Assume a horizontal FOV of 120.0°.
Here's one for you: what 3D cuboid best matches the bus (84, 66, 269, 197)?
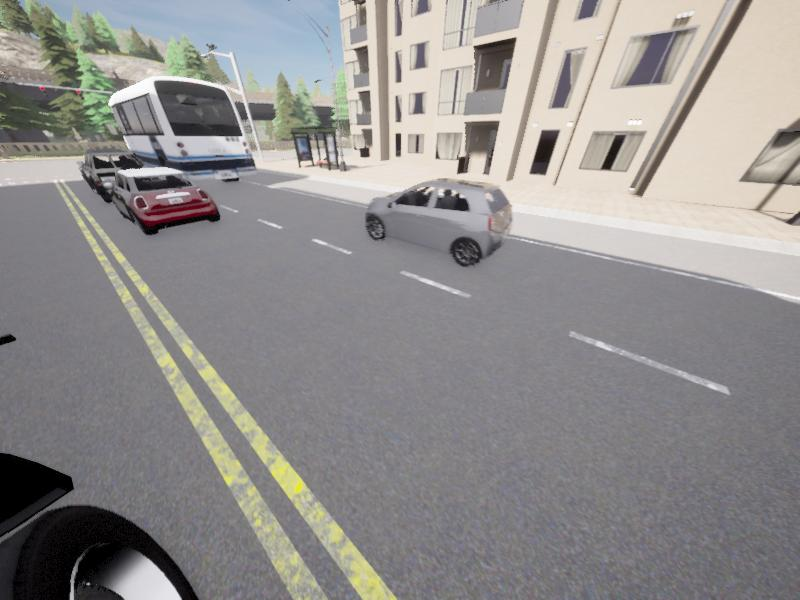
[{"bbox_3d":[-12.703,-9.127,13.114,10.273,4.253,3.944,24,41,30],"label":"bus"}]

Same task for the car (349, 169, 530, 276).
[{"bbox_3d":[0.787,-2.154,5.686,3.633,1.501,1.845,24,41,29],"label":"car"}]

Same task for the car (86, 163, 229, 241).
[{"bbox_3d":[-7.550,-3.270,7.233,3.806,1.475,1.970,24,41,29],"label":"car"}]

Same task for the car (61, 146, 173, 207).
[{"bbox_3d":[-12.336,-5.553,10.087,4.605,1.855,1.932,24,41,30],"label":"car"}]
